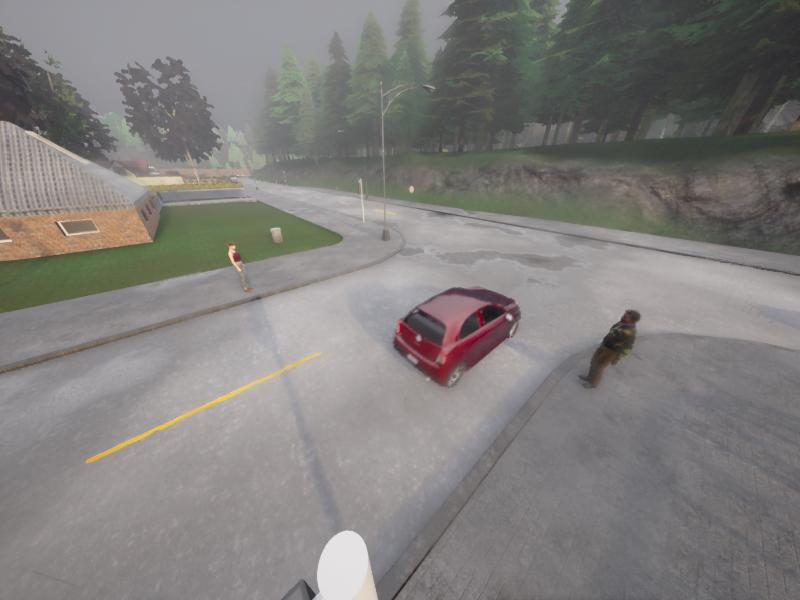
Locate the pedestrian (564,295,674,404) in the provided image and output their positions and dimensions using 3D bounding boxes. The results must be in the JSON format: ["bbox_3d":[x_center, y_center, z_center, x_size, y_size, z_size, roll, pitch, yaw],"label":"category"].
[{"bbox_3d":[3.970,0.957,4.415,0.751,1.860,0.751,11,32,18],"label":"pedestrian"}]

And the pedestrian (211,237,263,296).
[{"bbox_3d":[-5.603,-1.148,8.086,0.751,1.860,0.751,-3,30,-5],"label":"pedestrian"}]

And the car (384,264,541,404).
[{"bbox_3d":[1.636,0.474,5.863,3.633,1.501,1.845,-23,37,-34],"label":"car"}]
